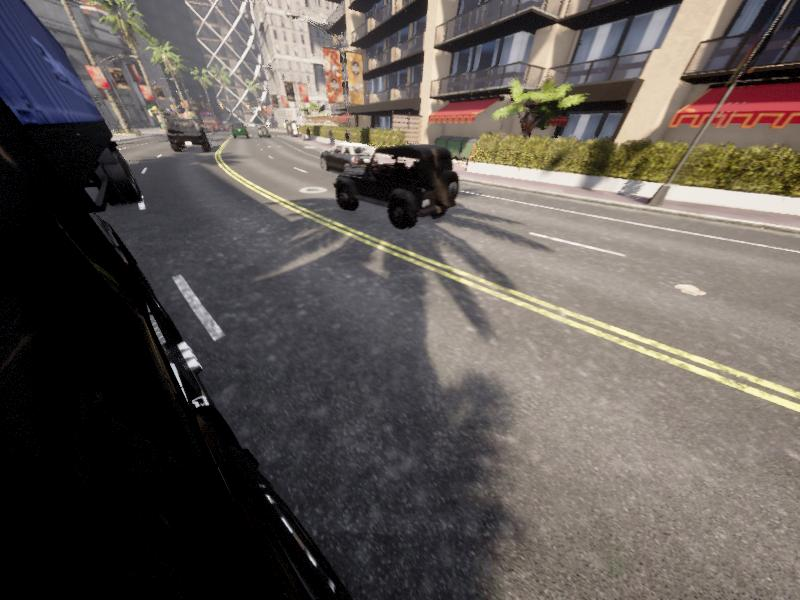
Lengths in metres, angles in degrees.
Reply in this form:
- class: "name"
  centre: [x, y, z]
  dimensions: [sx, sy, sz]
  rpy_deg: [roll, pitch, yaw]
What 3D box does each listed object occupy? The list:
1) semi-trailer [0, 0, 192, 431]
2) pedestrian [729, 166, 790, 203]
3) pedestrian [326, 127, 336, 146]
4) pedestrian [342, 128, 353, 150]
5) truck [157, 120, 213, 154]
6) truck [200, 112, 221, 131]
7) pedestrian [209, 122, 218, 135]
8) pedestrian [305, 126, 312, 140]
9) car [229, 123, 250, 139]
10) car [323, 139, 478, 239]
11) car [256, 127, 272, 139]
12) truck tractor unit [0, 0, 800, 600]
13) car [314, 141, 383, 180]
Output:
- class: "semi-trailer"
  centre: [-8.229, -3.867, 4.666]
  dimensions: [2.717, 4.402, 14.254]
  rpy_deg: [-28, 46, -34]
- class: "pedestrian"
  centre: [15.861, -5.142, 10.256]
  dimensions: [0.751, 1.300, 0.751]
  rpy_deg: [27, 43, 29]
- class: "pedestrian"
  centre: [-8.826, -20.855, 29.476]
  dimensions: [0.751, 1.860, 0.751]
  rpy_deg: [-17, 41, -24]
- class: "pedestrian"
  centre: [-5.489, -16.912, 24.350]
  dimensions: [0.751, 1.860, 0.751]
  rpy_deg: [-18, 41, -25]
- class: "truck"
  centre: [-18.006, -14.030, 19.766]
  dimensions: [2.390, 2.098, 6.274]
  rpy_deg: [-19, 41, -26]
- class: "truck"
  centre: [-52.210, -49.309, 63.909]
  dimensions: [2.891, 3.827, 8.468]
  rpy_deg: [-16, 40, -24]
- class: "pedestrian"
  centre: [-36.156, -33.312, 44.880]
  dimensions: [0.751, 1.860, 0.751]
  rpy_deg: [-17, 41, -25]
- class: "pedestrian"
  centre: [-15.351, -28.038, 38.787]
  dimensions: [0.751, 1.860, 0.751]
  rpy_deg: [-15, 40, -22]
- class: "car"
  centre: [-26.066, -27.610, 37.680]
  dimensions: [2.150, 2.045, 5.566]
  rpy_deg: [-15, 40, -22]
- class: "car"
  centre: [-0.155, -3.487, 6.791]
  dimensions: [3.866, 1.878, 1.905]
  rpy_deg: [29, 44, 31]
- class: "car"
  centre: [-23.882, -29.373, 40.571]
  dimensions: [1.851, 1.617, 3.988]
  rpy_deg: [-16, 40, -24]
- class: "truck tractor unit"
  centre: [-2.645, -0.295, 0.351]
  dimensions: [6.516, 4.208, 3.053]
  rpy_deg: [28, 44, 30]
- class: "car"
  centre: [-2.932, -8.024, 13.105]
  dimensions: [1.970, 1.475, 3.806]
  rpy_deg: [-27, 46, -34]
